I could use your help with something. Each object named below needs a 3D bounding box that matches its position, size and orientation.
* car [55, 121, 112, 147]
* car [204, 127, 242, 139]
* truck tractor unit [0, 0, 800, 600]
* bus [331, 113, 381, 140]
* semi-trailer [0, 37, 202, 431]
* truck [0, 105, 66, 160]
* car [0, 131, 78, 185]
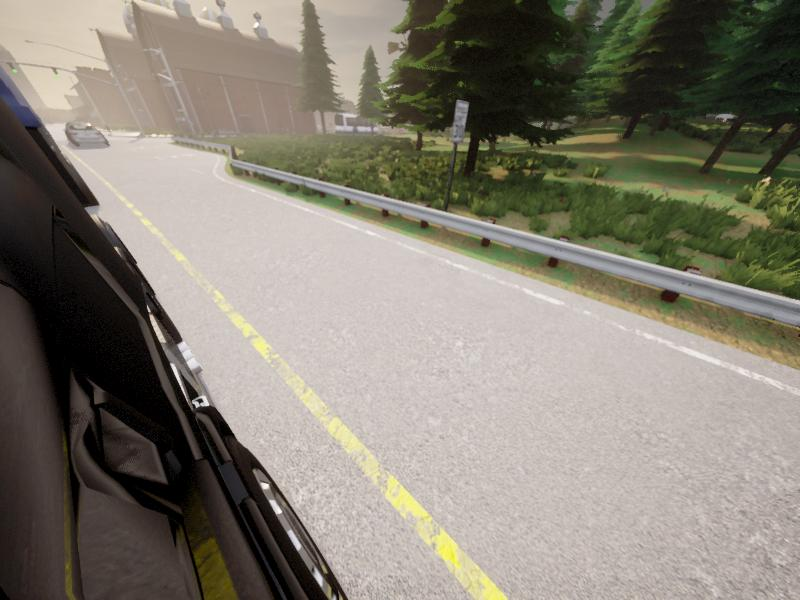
[{"bbox_3d":[-28.985,-15.243,21.186,4.611,1.667,2.242,26,43,29],"label":"car"},{"bbox_3d":[-27.695,-26.160,36.273,1.994,1.385,4.181,27,43,30],"label":"car"},{"bbox_3d":[-2.645,-0.295,0.351,6.516,4.208,3.053,28,44,30],"label":"truck tractor unit"},{"bbox_3d":[-9.076,-37.170,49.709,3.944,4.253,10.273,27,43,30],"label":"bus"},{"bbox_3d":[-8.752,-3.548,4.204,14.254,4.402,2.717,27,43,29],"label":"semi-trailer"},{"bbox_3d":[-24.116,-10.502,14.381,5.204,2.467,2.627,27,43,29],"label":"truck"},{"bbox_3d":[-16.064,-6.145,9.778,4.902,1.511,2.128,27,43,30],"label":"car"}]
